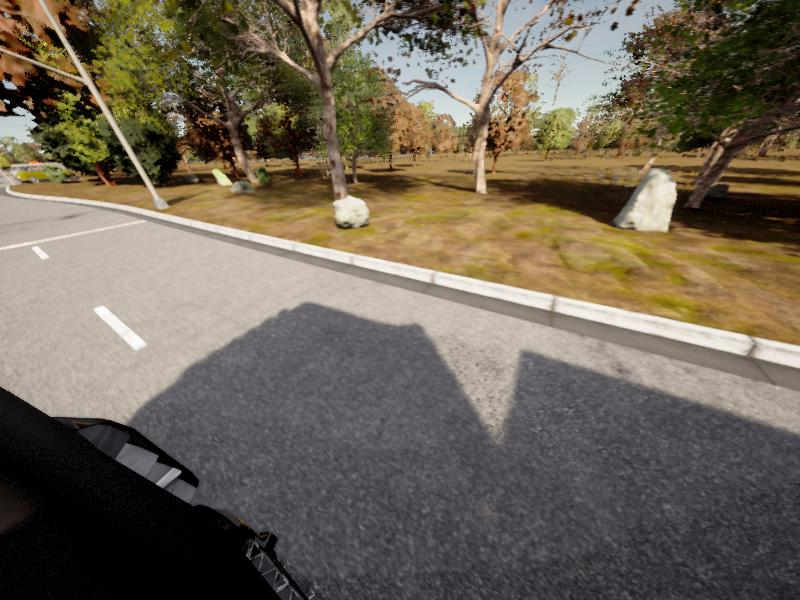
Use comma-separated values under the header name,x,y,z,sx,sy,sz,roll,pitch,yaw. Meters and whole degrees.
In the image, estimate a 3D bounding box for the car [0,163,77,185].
name,x,y,z,sx,sy,sz,roll,pitch,yaw
car,-44.360,-15.645,28.490,1.878,1.987,4.442,8,34,14

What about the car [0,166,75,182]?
name,x,y,z,sx,sy,sz,roll,pitch,yaw
car,-51.537,-18.092,33.079,1.946,1.575,5.366,8,35,15

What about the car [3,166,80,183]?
name,x,y,z,sx,sy,sz,roll,pitch,yaw
car,-49.058,-17.392,31.856,1.946,1.575,5.366,7,34,15

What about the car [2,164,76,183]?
name,x,y,z,sx,sy,sz,roll,pitch,yaw
car,-46.737,-16.487,30.107,2.185,1.767,4.553,7,34,15

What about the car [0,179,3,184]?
name,x,y,z,sx,sy,sz,roll,pitch,yaw
car,-55.348,-16.359,30.719,3.988,1.617,1.851,21,41,31
